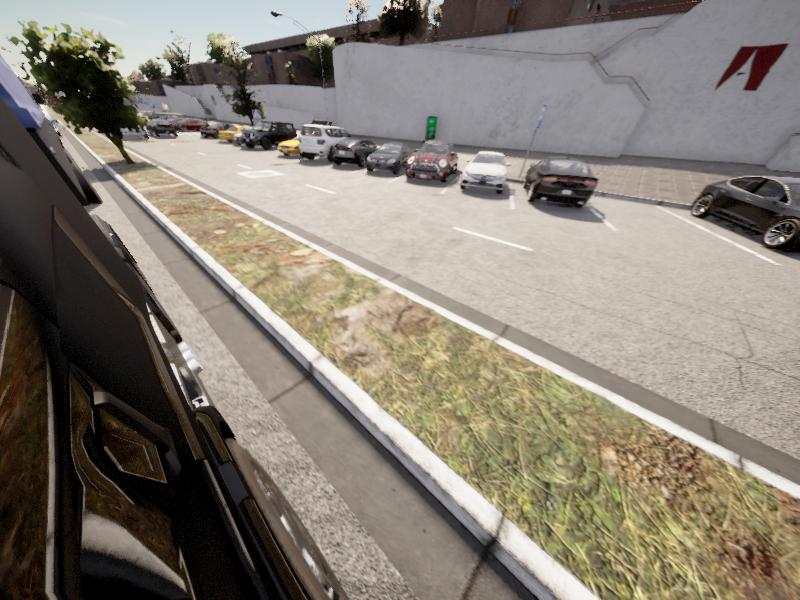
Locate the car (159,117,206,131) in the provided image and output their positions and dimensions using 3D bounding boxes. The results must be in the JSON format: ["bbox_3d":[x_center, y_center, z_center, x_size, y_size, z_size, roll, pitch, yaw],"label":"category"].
[{"bbox_3d":[-32.500,-26.398,34.740,2.002,1.452,4.674,15,38,14],"label":"car"}]

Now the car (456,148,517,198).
[{"bbox_3d":[4.216,-6.306,11.145,2.002,1.452,4.674,15,38,14],"label":"car"}]

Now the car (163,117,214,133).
[{"bbox_3d":[-30.207,-25.124,33.246,2.163,1.488,4.792,15,38,14],"label":"car"}]

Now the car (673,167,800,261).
[{"bbox_3d":[11.092,-2.611,6.631,2.163,1.488,4.792,14,38,14],"label":"car"}]

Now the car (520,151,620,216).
[{"bbox_3d":[6.506,-5.105,9.622,2.097,1.535,5.008,14,38,15],"label":"car"}]

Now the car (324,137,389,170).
[{"bbox_3d":[-2.667,-10.040,15.631,2.163,1.488,4.792,14,38,14],"label":"car"}]

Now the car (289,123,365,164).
[{"bbox_3d":[-4.946,-11.507,16.947,2.435,2.045,5.566,14,38,14],"label":"car"}]

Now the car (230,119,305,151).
[{"bbox_3d":[-11.841,-15.225,21.337,2.435,2.045,5.566,15,38,14],"label":"car"}]

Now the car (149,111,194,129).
[{"bbox_3d":[-37.001,-29.193,37.587,1.878,1.987,4.442,15,38,14],"label":"car"}]

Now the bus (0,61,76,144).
[{"bbox_3d":[-29.379,-14.762,17.469,10.273,4.253,3.944,32,45,32],"label":"bus"}]

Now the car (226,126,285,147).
[{"bbox_3d":[-14.145,-16.274,23.009,2.002,1.452,4.674,15,38,14],"label":"car"}]

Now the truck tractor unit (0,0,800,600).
[{"bbox_3d":[-2.645,-0.295,0.352,6.516,4.208,3.053,28,44,30],"label":"truck tractor unit"}]

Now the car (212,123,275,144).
[{"bbox_3d":[-16.383,-17.672,24.594,1.946,1.575,5.366,15,38,14],"label":"car"}]

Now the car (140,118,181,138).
[{"bbox_3d":[-26.765,-19.233,25.800,4.892,1.490,1.837,29,44,29],"label":"car"}]

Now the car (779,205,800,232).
[{"bbox_3d":[13.403,-1.607,4.972,2.435,2.045,5.566,14,38,14],"label":"car"}]

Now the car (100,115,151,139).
[{"bbox_3d":[-27.198,-17.155,22.902,4.611,1.667,2.242,29,44,29],"label":"car"}]

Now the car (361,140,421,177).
[{"bbox_3d":[-0.371,-8.770,14.127,2.002,1.452,4.674,15,38,14],"label":"car"}]

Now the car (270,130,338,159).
[{"bbox_3d":[-7.323,-12.439,18.413,1.946,1.575,5.366,15,38,14],"label":"car"}]

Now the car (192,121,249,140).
[{"bbox_3d":[-21.036,-20.058,27.383,2.163,1.488,4.792,15,38,14],"label":"car"}]

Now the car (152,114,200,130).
[{"bbox_3d":[-34.777,-27.773,36.077,2.185,1.767,4.553,15,38,14],"label":"car"}]

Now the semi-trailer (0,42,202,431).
[{"bbox_3d":[-8.697,-3.615,4.217,14.254,4.402,2.717,28,44,30],"label":"semi-trailer"}]

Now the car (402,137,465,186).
[{"bbox_3d":[1.940,-7.688,12.561,2.185,1.767,4.553,15,38,14],"label":"car"}]
